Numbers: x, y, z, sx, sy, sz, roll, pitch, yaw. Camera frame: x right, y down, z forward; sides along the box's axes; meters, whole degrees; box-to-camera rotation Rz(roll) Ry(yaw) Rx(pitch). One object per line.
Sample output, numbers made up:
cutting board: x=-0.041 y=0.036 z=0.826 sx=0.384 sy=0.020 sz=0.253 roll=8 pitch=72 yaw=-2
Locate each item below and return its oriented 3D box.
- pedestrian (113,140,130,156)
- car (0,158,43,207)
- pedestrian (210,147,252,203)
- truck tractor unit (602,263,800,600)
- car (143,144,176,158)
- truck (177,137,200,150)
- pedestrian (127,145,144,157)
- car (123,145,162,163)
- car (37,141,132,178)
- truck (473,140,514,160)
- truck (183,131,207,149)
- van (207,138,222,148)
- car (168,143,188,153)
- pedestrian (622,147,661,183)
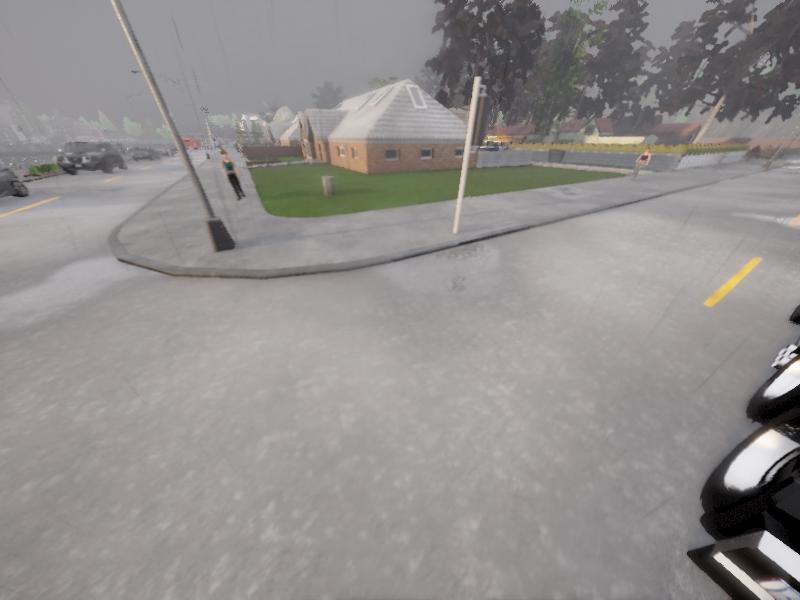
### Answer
pedestrian: x=-40.655 y=-22.218 z=33.735 sx=0.751 sy=1.860 sz=0.751 roll=-24 pitch=41 yaw=-30
car: x=-17.157 y=-4.383 z=8.821 sx=2.007 sy=1.525 sz=4.514 roll=-18 pitch=39 yaw=-24
pedestrian: x=-6.735 y=-5.006 z=9.284 sx=0.751 sy=1.860 sz=0.751 roll=-18 pitch=39 yaw=-25
truck tractor unit: x=5.108 y=-0.306 z=0.784 sx=6.516 sy=4.208 sz=3.053 roll=-18 pitch=39 yaw=-24
car: x=-34.291 y=-21.399 z=33.120 sx=2.038 sy=1.542 sz=4.974 roll=-18 pitch=39 yaw=-24
truck: x=-48.821 y=-36.215 z=53.466 sx=2.627 sy=2.467 sz=5.204 roll=-18 pitch=39 yaw=-24
pedestrian: x=-36.794 y=-20.748 z=32.144 sx=0.751 sy=1.300 sz=0.751 roll=-9 pitch=36 yaw=-13
car: x=-30.147 y=-17.312 z=27.219 sx=1.851 sy=1.617 sz=3.988 roll=-18 pitch=39 yaw=-24
car: x=-23.523 y=-10.912 z=17.690 sx=2.150 sy=2.045 sz=5.566 roll=-18 pitch=39 yaw=-24
truck: x=12.053 y=-19.632 z=30.180 sx=2.069 sy=2.038 sz=4.478 roll=-18 pitch=39 yaw=-24
truck: x=-56.318 y=-44.214 z=63.707 sx=2.891 sy=3.827 sz=8.468 roll=-18 pitch=39 yaw=-24
van: x=-54.077 y=-45.990 z=67.499 sx=2.351 sy=2.431 sz=6.366 roll=-18 pitch=39 yaw=-24
car: x=-41.474 y=-28.538 z=43.305 sx=1.789 sy=1.549 sz=3.705 roll=-18 pitch=39 yaw=-24
pedestrian: x=14.891 y=-8.367 z=14.289 sx=0.751 sy=1.860 sz=0.751 roll=-17 pitch=38 yaw=-23
